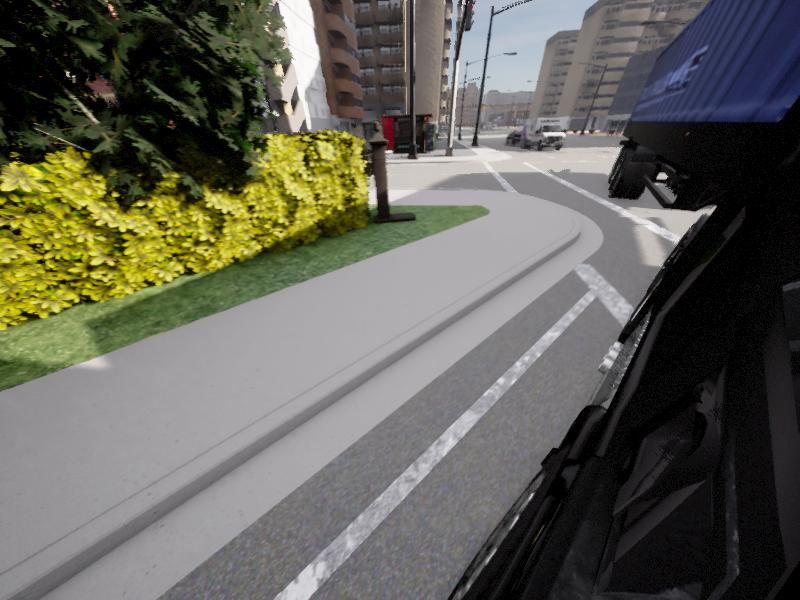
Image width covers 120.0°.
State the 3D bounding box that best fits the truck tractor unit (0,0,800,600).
[{"bbox_3d":[2.645,-0.295,0.351,6.516,4.208,3.053,-28,44,-30],"label":"truck tractor unit"}]

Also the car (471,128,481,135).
[{"bbox_3d":[25.090,-55.703,76.338,2.242,1.667,4.611,3,38,6],"label":"car"}]

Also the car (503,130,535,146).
[{"bbox_3d":[14.807,-20.453,29.083,2.128,1.511,4.902,3,37,6],"label":"car"}]

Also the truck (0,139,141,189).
[{"bbox_3d":[-19.213,-7.661,13.013,6.274,2.098,2.390,3,37,7],"label":"truck"}]

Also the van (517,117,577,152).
[{"bbox_3d":[13.908,-16.188,22.558,2.351,2.431,6.366,3,37,6],"label":"van"}]

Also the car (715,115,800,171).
[{"bbox_3d":[19.285,-7.122,10.426,2.150,2.045,5.566,-27,44,-30],"label":"car"}]

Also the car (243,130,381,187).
[{"bbox_3d":[-3.947,-6.869,11.233,5.566,2.045,2.150,3,37,7],"label":"car"}]

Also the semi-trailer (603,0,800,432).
[{"bbox_3d":[7.461,-4.226,5.163,2.717,4.402,14.254,21,43,27],"label":"semi-trailer"}]
